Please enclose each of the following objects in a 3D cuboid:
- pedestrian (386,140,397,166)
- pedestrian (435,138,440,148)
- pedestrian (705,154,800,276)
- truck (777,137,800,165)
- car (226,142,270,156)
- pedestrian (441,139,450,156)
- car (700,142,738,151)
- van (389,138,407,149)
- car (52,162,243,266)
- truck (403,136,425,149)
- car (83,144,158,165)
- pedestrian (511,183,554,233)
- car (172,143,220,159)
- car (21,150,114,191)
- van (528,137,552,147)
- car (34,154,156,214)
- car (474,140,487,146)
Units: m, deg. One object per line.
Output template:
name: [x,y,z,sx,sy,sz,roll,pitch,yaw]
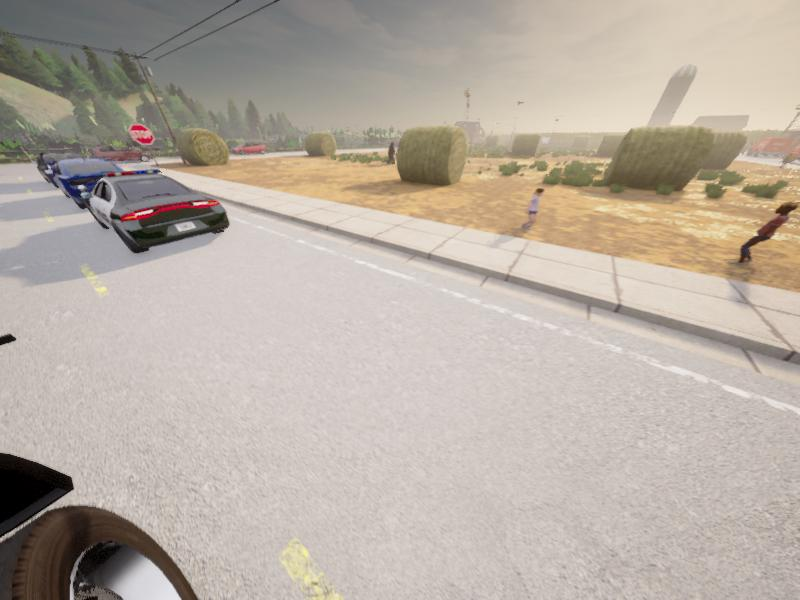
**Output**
pedestrian: [-0.721,-12.736,19.990,0.751,1.860,0.751,-13,37,-18]
pedestrian: [8.591,-36.009,53.068,0.751,1.860,0.751,29,44,34]
pedestrian: [6.853,-1.500,4.145,0.751,1.860,0.751,-17,39,-23]
truck: [44.230,-15.620,24.235,2.627,2.467,5.204,21,40,27]
car: [-21.453,-21.458,32.770,2.007,1.525,4.514,24,42,30]
pedestrian: [6.152,-20.678,31.311,0.751,1.860,0.751,24,41,29]
car: [76.966,-37.119,55.827,4.974,1.542,2.038,22,40,27]
van: [-0.450,-37.387,55.141,1.775,1.987,4.442,24,42,30]
car: [-6.892,-2.657,6.289,4.974,1.542,2.038,22,41,28]
truck: [3.409,-37.157,54.428,2.627,2.467,5.204,24,42,30]
car: [-26.824,-14.086,22.322,1.816,1.474,4.193,24,42,30]
pedestrian: [3.464,-2.422,6.089,0.500,1.100,0.500,-19,40,-26]
car: [-25.259,-18.595,28.723,1.970,1.475,3.806,24,42,30]
car: [-18.173,-7.192,12.629,4.514,1.525,2.007,22,41,28]
van: [44.518,-50.487,73.649,5.915,2.561,1.988,22,41,28]
car: [-12.473,-4.906,9.426,5.008,1.535,1.882,22,41,28]
car: [27.886,-54.221,79.792,3.806,1.475,1.970,-14,38,-21]
